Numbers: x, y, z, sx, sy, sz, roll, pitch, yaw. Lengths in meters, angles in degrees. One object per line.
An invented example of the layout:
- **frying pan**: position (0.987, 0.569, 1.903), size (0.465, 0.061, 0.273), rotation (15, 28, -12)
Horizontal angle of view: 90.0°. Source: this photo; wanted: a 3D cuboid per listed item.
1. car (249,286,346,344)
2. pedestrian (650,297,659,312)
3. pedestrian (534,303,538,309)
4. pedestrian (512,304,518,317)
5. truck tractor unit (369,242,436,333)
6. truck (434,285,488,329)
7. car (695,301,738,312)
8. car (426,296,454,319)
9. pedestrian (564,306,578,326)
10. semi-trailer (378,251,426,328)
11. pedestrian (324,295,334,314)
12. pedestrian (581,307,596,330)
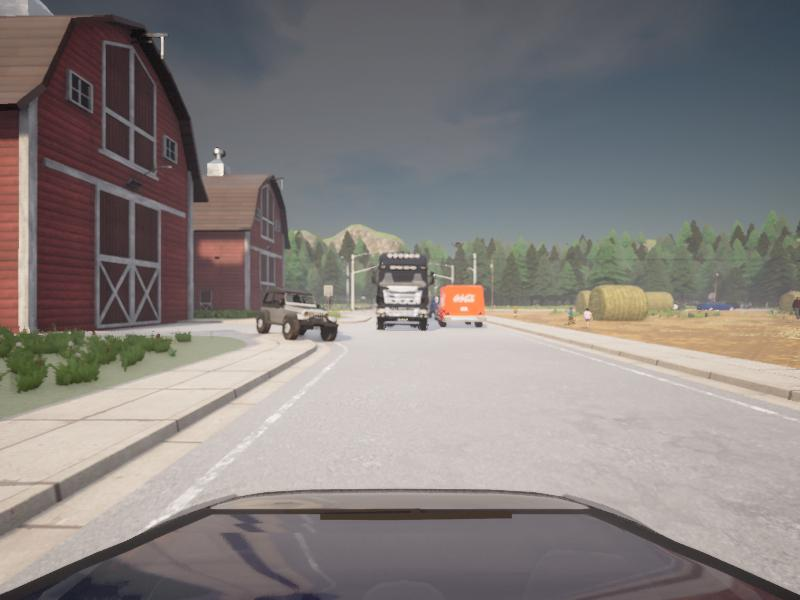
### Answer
- **car**: position (-4.083, 0.521, 15.571), size (1.905, 1.878, 3.866), rotation (8, -4, -42)
- **pedestrian**: position (32.648, 0.598, 51.302), size (0.751, 1.860, 0.751), rotation (0, 0, 10)
- **pedestrian**: position (23.267, 1.029, 68.240), size (0.500, 1.100, 0.500), rotation (0, 0, -1)
- **pedestrian**: position (9.926, 0.936, 34.416), size (0.500, 1.100, 0.500), rotation (0, 0, 15)
- **truck tractor unit**: position (0.149, -0.525, 22.041), size (3.053, 4.208, 6.516), rotation (1, -1, 0)
- **truck**: position (3.627, 0.406, 24.963), size (2.627, 2.467, 5.204), rotation (0, 0, 0)
- **car**: position (47.803, 0.972, 60.480), size (5.008, 1.535, 1.882), rotation (0, 0, 1)
- **car**: position (3.682, 0.646, 38.105), size (2.150, 2.045, 5.566), rotation (0, 0, 0)
- **pedestrian**: position (9.638, 0.913, 22.557), size (0.500, 1.100, 0.500), rotation (0, 0, -14)
- **semi-trailer**: position (0.210, -0.565, 29.950), size (2.717, 4.402, 14.254), rotation (0, 0, 1)
- **pedestrian**: position (-6.989, 0.446, 39.379), size (0.751, 1.860, 0.751), rotation (0, 0, 5)
- **pedestrian**: position (9.376, 0.906, 19.897), size (0.500, 1.100, 0.500), rotation (0, 0, 4)
